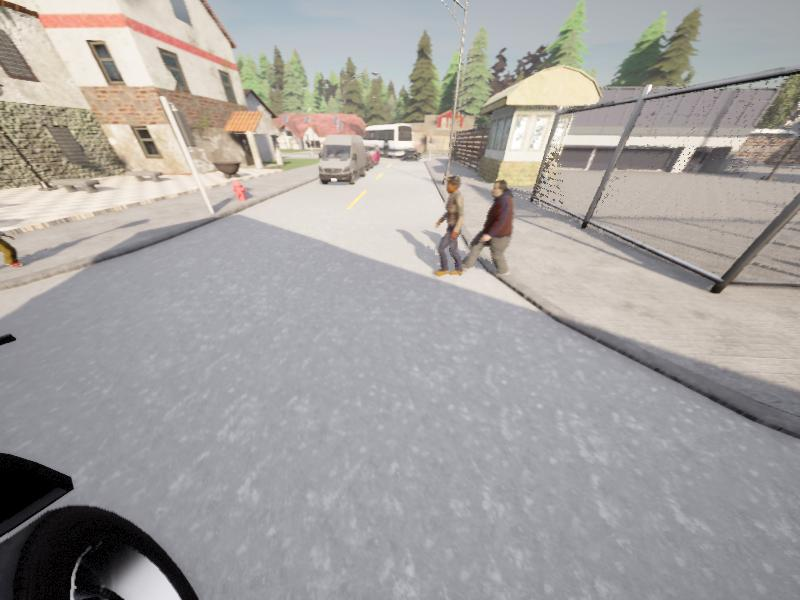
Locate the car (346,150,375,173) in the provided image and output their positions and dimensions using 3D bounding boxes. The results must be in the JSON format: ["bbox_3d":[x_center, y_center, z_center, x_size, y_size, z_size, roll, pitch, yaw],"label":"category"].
[{"bbox_3d":[-3.460,-12.688,21.011,1.789,1.549,3.705,2,35,2],"label":"car"}]

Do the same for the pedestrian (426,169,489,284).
[{"bbox_3d":[0.934,-1.291,4.241,0.751,1.860,0.751,2,35,2],"label":"pedestrian"}]

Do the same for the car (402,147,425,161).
[{"bbox_3d":[1.999,-20.985,33.194,2.128,1.511,4.902,10,36,13],"label":"car"}]

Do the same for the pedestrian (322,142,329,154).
[{"bbox_3d":[-13.837,-28.318,43.004,0.751,1.860,0.751,-5,35,-8],"label":"pedestrian"}]

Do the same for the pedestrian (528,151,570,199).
[{"bbox_3d":[6.759,-5.700,10.572,0.751,1.860,0.751,-6,35,-9],"label":"pedestrian"}]

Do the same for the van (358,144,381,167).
[{"bbox_3d":[-3.232,-15.979,25.411,1.775,1.987,4.442,1,35,1],"label":"van"}]

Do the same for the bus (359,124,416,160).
[{"bbox_3d":[-2.270,-25.471,37.198,3.944,4.253,10.273,-22,41,-29],"label":"bus"}]

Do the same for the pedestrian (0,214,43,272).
[{"bbox_3d":[-7.709,-1.133,4.320,0.500,1.100,0.500,-13,37,-19],"label":"pedestrian"}]

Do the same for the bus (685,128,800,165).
[{"bbox_3d":[50.690,-22.639,34.096,10.273,4.253,3.944,0,35,-1],"label":"bus"}]

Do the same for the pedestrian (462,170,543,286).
[{"bbox_3d":[1.722,-1.264,4.217,0.751,1.860,0.751,3,35,4],"label":"pedestrian"}]

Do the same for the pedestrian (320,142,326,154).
[{"bbox_3d":[-14.498,-28.617,43.426,0.751,1.860,0.751,-5,35,-8],"label":"pedestrian"}]

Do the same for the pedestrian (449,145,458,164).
[{"bbox_3d":[6.295,-17.238,27.287,0.751,1.860,0.751,2,35,2],"label":"pedestrian"}]

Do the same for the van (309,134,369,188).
[{"bbox_3d":[-3.672,-9.375,15.331,1.988,2.561,5.915,2,35,2],"label":"van"}]
